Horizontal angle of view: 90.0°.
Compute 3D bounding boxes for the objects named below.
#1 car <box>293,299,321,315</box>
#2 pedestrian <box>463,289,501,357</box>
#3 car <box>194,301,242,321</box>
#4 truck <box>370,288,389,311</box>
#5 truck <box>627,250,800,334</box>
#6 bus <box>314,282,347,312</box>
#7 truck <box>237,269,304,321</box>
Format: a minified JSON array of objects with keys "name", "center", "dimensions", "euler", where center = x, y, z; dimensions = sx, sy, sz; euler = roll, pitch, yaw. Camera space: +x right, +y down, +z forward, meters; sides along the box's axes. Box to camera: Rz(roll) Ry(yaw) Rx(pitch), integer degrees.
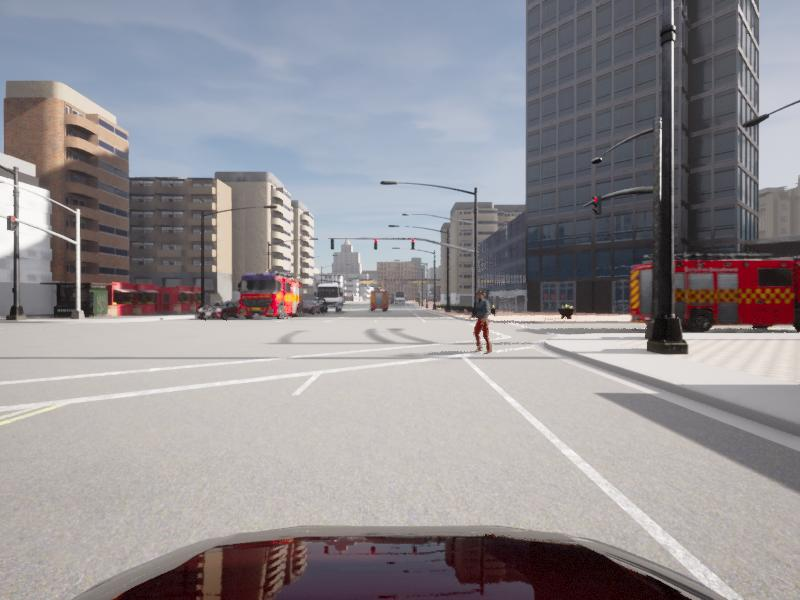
[{"name":"car","center":[-10.499,0.749,45.429],"dimensions":[2.097,1.767,4.553],"euler":[0,0,0]},{"name":"pedestrian","center":[2.325,0.629,11.386],"dimensions":[0.751,1.860,0.751],"euler":[0,0,-31]},{"name":"car","center":[-14.005,0.820,31.061],"dimensions":[1.970,1.475,3.806],"euler":[0,0,0]},{"name":"truck","center":[-3.500,-0.022,70.380],"dimensions":[2.891,3.827,8.468],"euler":[0,-1,0]},{"name":"truck","center":[16.185,-0.375,19.615],"dimensions":[8.468,3.827,2.891],"euler":[0,0,0]},{"name":"bus","center":[-10.552,-0.317,61.738],"dimensions":[3.944,4.253,10.273],"euler":[0,-1,-4]},{"name":"truck","center":[-10.515,-0.343,33.526],"dimensions":[2.891,3.827,8.468],"euler":[0,0,0]}]
